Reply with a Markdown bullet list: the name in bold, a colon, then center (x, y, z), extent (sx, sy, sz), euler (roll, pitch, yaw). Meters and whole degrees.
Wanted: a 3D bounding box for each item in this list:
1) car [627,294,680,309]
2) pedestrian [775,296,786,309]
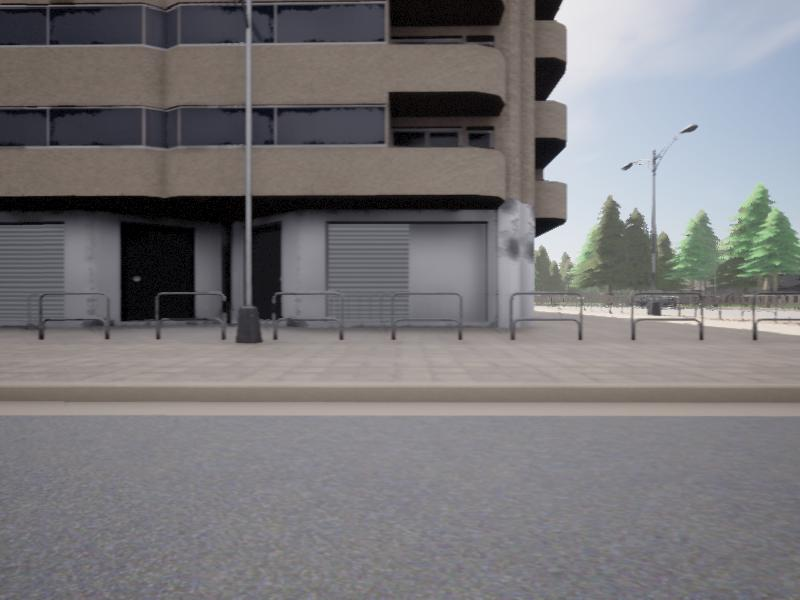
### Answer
- **car**: center (27.272, 0.179, 43.281), extent (1.837, 1.490, 4.892), euler (0, 0, -16)
- **pedestrian**: center (33.075, 0.197, 34.744), extent (0.500, 1.100, 0.500), euler (0, 0, -15)
